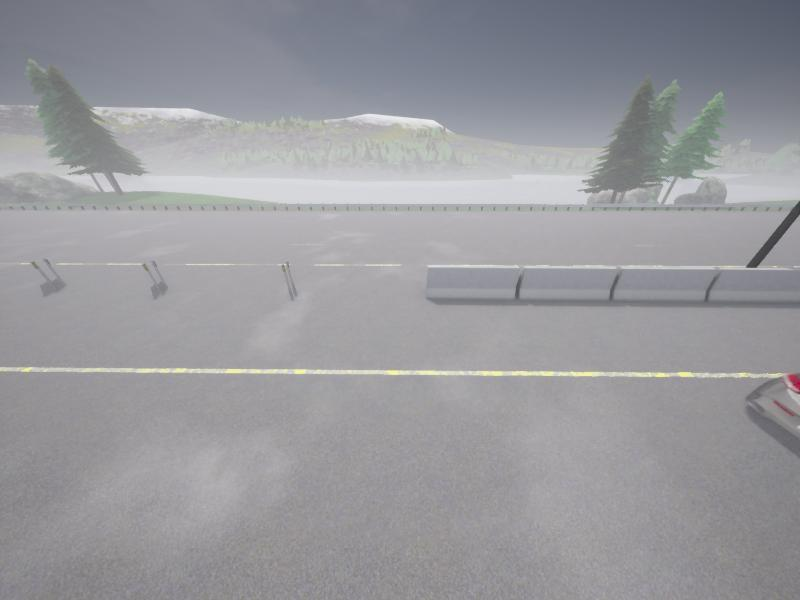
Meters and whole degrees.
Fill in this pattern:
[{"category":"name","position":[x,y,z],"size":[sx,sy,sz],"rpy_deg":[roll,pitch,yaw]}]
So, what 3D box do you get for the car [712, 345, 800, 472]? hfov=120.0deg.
[{"category":"car","position":[9.258,2.088,3.636],"size":[5.027,1.651,2.152],"rpy_deg":[0,30,1]}]
